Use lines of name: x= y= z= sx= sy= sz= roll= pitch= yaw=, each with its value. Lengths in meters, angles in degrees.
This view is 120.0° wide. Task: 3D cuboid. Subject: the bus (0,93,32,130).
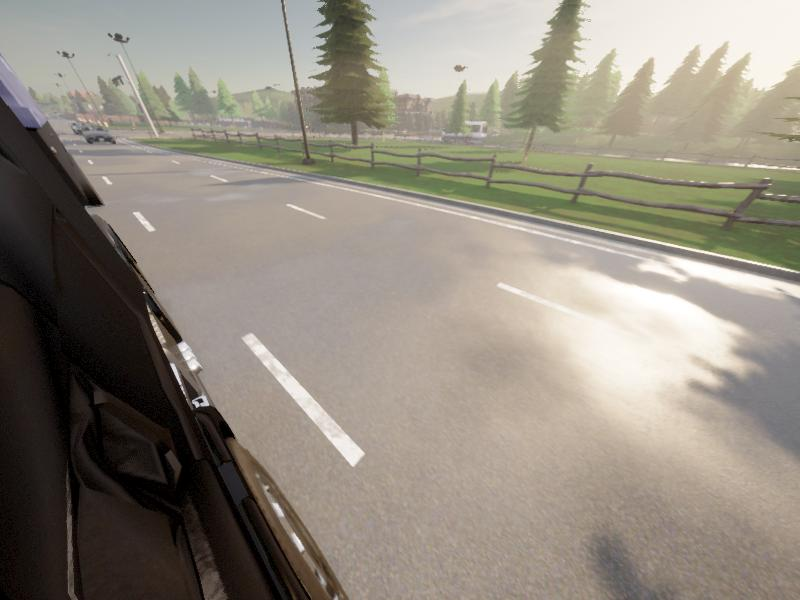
bus: x=-63.280 y=-29.720 z=36.409 sx=10.273 sy=4.253 sz=3.944 roll=28 pitch=43 yaw=30

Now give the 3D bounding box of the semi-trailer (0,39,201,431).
semi-trailer: x=-8.704 y=-3.577 z=4.256 sx=14.254 sy=4.402 sz=2.717 roll=28 pitch=43 yaw=30

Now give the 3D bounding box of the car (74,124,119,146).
car: x=-28.522 y=-15.542 z=21.722 sx=4.193 sy=1.474 sz=1.816 roll=28 pitch=43 yaw=30

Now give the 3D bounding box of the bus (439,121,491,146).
bus: x=14.636 y=-38.483 z=53.256 sx=10.273 sy=4.253 sz=3.944 roll=28 pitch=43 yaw=30

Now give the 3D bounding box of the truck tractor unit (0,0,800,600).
truck tractor unit: x=-2.645 y=-0.295 z=0.351 sx=6.516 sy=4.208 sz=3.053 roll=28 pitch=44 yaw=30

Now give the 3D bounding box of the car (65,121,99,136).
car: x=-42.226 y=-22.783 z=30.674 sx=3.806 sy=1.475 sz=1.970 roll=28 pitch=43 yaw=30
